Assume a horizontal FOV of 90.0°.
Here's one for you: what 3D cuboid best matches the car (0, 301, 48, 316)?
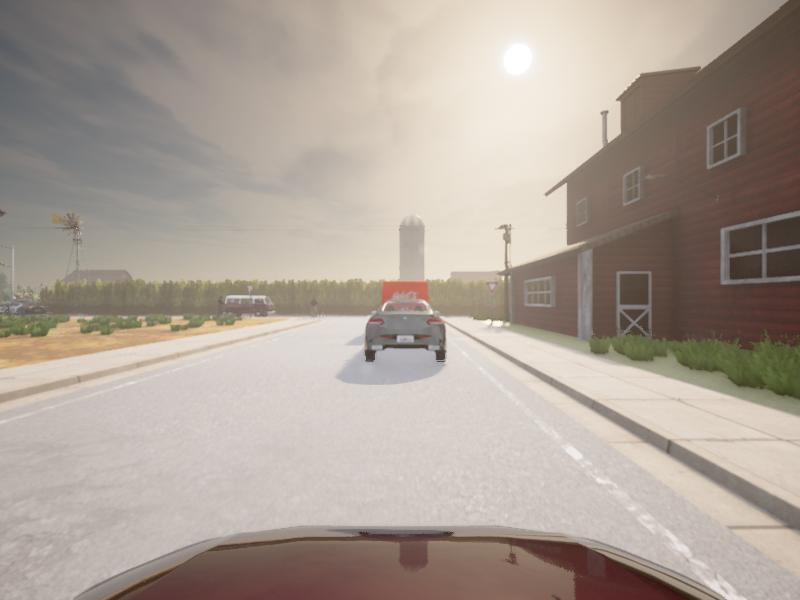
[{"bbox_3d":[-39.369,0.861,40.905,4.974,1.542,2.038,0,0,2],"label":"car"}]

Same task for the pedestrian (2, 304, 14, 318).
[{"bbox_3d":[-31.661,0.898,32.287,0.500,1.100,0.500,0,0,2],"label":"pedestrian"}]

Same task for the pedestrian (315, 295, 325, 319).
[{"bbox_3d":[-6.225,0.516,31.263,0.751,1.860,0.751,0,0,-9],"label":"pedestrian"}]

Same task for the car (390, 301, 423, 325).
[{"bbox_3d":[0.541,0.831,28.147,2.038,1.542,4.974,0,0,4],"label":"car"}]

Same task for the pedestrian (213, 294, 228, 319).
[{"bbox_3d":[-13.478,0.490,30.086,0.751,1.860,0.751,0,0,18],"label":"pedestrian"}]

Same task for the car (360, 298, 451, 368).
[{"bbox_3d":[0.166,0.783,11.983,2.152,1.651,5.027,0,0,1],"label":"car"}]

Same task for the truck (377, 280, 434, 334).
[{"bbox_3d":[0.290,0.350,20.928,2.627,2.467,5.204,0,-1,1],"label":"truck"}]

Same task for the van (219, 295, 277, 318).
[{"bbox_3d":[-13.824,0.604,36.617,4.480,2.038,2.069,0,0,2],"label":"van"}]

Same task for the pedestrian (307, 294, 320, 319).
[{"bbox_3d":[-6.608,0.491,30.546,0.751,1.860,0.751,0,0,4],"label":"pedestrian"}]
